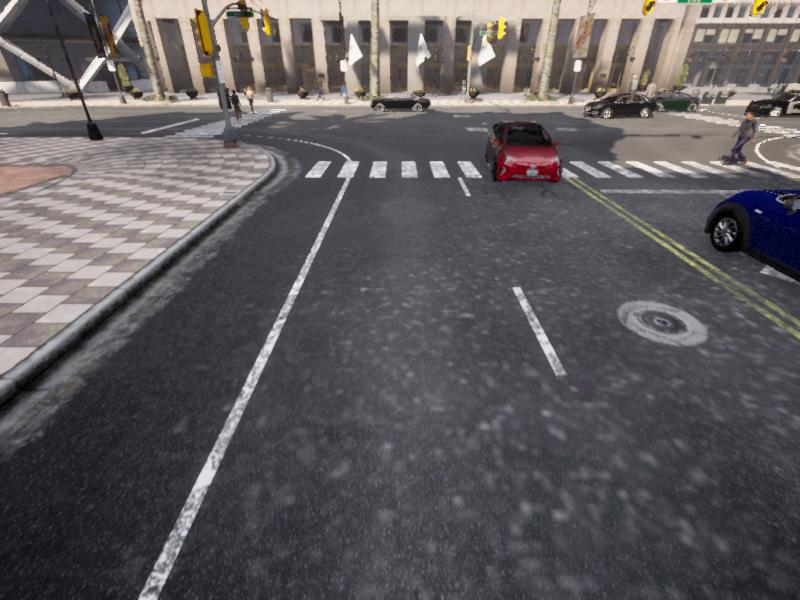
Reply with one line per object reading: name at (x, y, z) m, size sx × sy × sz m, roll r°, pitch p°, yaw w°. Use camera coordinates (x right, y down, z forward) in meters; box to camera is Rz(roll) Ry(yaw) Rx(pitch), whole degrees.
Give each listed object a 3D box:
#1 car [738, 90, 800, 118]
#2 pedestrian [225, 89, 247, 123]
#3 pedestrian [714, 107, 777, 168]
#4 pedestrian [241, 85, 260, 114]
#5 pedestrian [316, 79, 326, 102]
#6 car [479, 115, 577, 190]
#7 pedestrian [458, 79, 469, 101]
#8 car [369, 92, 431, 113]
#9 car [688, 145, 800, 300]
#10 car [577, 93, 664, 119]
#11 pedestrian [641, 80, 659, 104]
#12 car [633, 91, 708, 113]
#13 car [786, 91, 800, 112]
car at (27.325, -13.734, 27.975) m, size 5.238 × 1.638 × 1.930 m, roll 0°, pitch 30°, yaw 0°
pedestrian at (-10.089, -11.986, 24.692) m, size 0.751 × 1.860 × 0.751 m, roll -1°, pitch 30°, yaw -1°
pedestrian at (11.697, -5.520, 13.613) m, size 0.751 × 1.860 × 0.751 m, roll 1°, pitch 30°, yaw 2°
pedestrian at (-10.887, -14.622, 29.213) m, size 0.751 × 1.860 × 0.751 m, roll 2°, pitch 30°, yaw 3°
pedestrian at (-7.441, -19.719, 37.653) m, size 0.751 × 1.860 × 0.751 m, roll -7°, pitch 31°, yaw -11°
car at (3.895, -4.974, 13.052) m, size 2.007 × 1.525 × 4.514 m, roll 2°, pitch 30°, yaw 4°
pedestrian at (6.123, -20.314, 38.681) m, size 0.751 × 1.860 × 0.751 m, roll -1°, pitch 30°, yaw -2°
car at (0.016, -15.452, 31.251) m, size 4.718 × 1.301 × 1.895 m, roll 0°, pitch 30°, yaw 0°
car at (7.073, -1.001, 5.976) m, size 2.097 × 1.767 × 4.553 m, roll 0°, pitch 30°, yaw 0°
car at (15.065, -13.329, 27.423) m, size 4.892 × 1.490 × 1.837 m, roll -5°, pitch 30°, yaw -10°
pedestrian at (22.162, -18.430, 35.459) m, size 0.751 × 1.860 × 0.751 m, roll 24°, pitch 38°, yaw 35°
car at (20.892, -15.403, 31.106) m, size 4.181 × 1.385 × 1.994 m, roll 0°, pitch 30°, yaw 0°
car at (33.790, -15.367, 31.024) m, size 5.357 × 1.411 × 2.033 m, roll 0°, pitch 30°, yaw 0°
